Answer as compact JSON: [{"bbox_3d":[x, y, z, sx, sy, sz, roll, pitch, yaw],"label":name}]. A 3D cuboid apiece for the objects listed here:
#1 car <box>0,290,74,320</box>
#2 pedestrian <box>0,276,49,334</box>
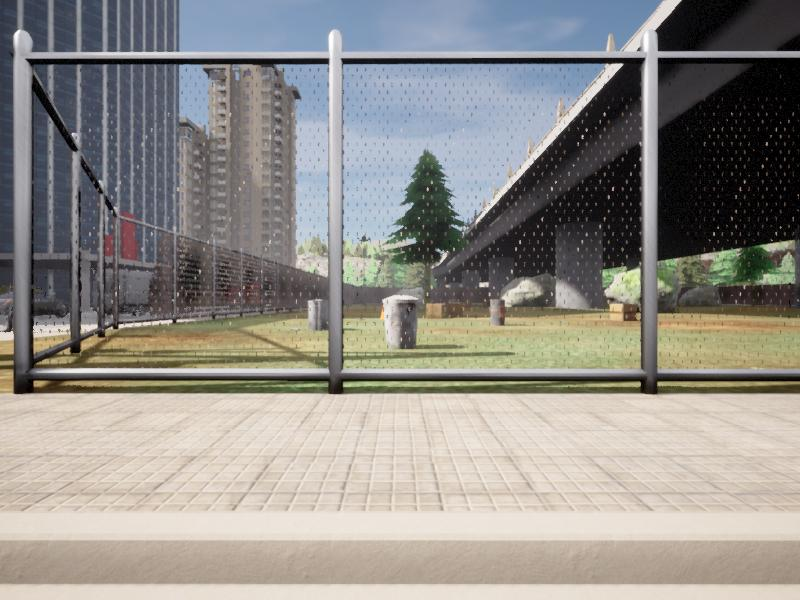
[{"bbox_3d":[-19.462,0.251,20.597,1.994,1.385,4.181,0,0,-1],"label":"car"},{"bbox_3d":[-8.886,0.109,9.340,0.751,1.300,0.751,0,0,16],"label":"pedestrian"}]
